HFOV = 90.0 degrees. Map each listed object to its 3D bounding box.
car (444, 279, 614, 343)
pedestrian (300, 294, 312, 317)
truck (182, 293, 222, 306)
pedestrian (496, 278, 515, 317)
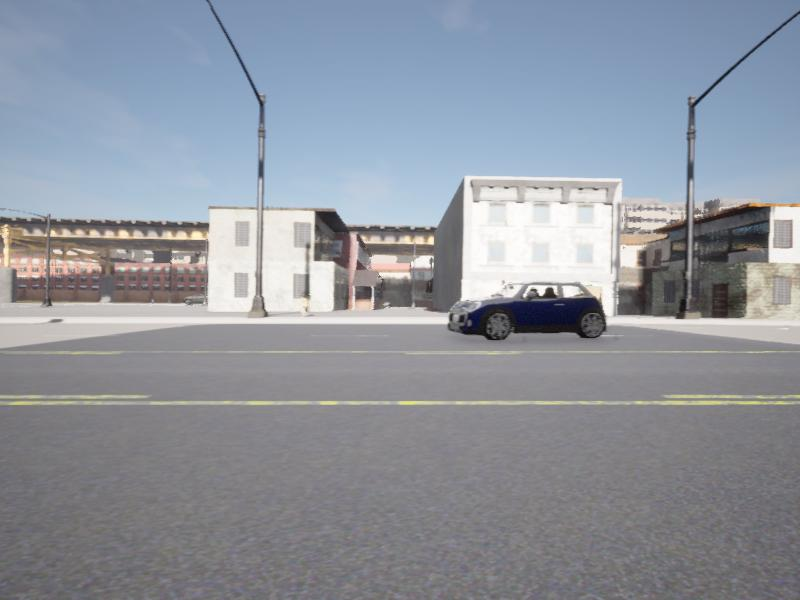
[{"bbox_3d":[3.274,0.254,10.558,3.806,1.475,1.970,0,0,-11],"label":"car"},{"bbox_3d":[-4.619,0.263,19.694,0.500,1.100,0.500,1,0,-9],"label":"pedestrian"},{"bbox_3d":[-35.111,-0.052,71.209,6.274,2.098,2.390,1,0,-25],"label":"truck"},{"bbox_3d":[5.140,-0.113,19.603,0.751,1.860,0.751,1,0,5],"label":"pedestrian"}]
